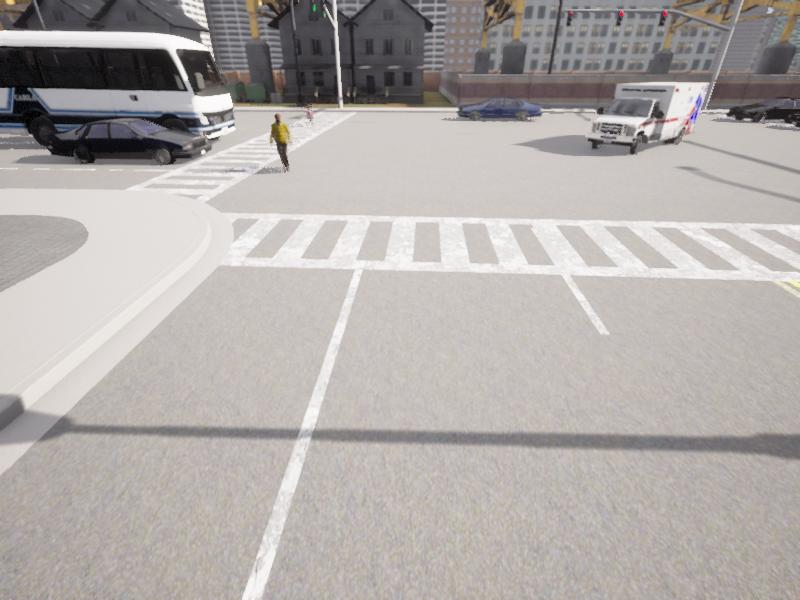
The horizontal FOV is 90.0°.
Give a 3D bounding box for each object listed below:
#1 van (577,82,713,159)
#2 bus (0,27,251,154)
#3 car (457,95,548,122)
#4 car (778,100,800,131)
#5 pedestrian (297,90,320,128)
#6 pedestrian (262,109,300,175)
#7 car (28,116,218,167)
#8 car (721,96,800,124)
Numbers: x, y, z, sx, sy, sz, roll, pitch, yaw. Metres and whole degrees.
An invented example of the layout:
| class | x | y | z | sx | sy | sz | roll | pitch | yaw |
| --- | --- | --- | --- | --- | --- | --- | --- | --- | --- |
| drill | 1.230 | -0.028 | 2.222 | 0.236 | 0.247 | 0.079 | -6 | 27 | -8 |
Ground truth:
| class | x | y | z | sx | sy | sz | roll | pitch | yaw |
| --- | --- | --- | --- | --- | --- | --- | --- | --- | --- |
| van | 10.640 | -7.944 | 17.263 | 6.366 | 2.431 | 2.351 | -23 | 37 | -34 |
| bus | -12.600 | -9.035 | 17.301 | 10.273 | 4.253 | 3.944 | 2 | 30 | 2 |
| car | 6.510 | -12.498 | 26.101 | 5.357 | 1.411 | 2.033 | 2 | 30 | 3 |
| car | 24.863 | -10.222 | 22.203 | 5.357 | 1.411 | 2.033 | 2 | 30 | 3 |
| pedestrian | -5.220 | -10.949 | 22.927 | 0.751 | 1.860 | 0.751 | 14 | 33 | 22 |
| pedestrian | -3.738 | -5.009 | 12.737 | 0.751 | 1.860 | 0.751 | 0 | 30 | -1 |
| car | -9.965 | -5.893 | 14.763 | 5.357 | 1.411 | 2.033 | 1 | 30 | 2 |
| car | 24.013 | -12.011 | 25.273 | 5.357 | 1.411 | 2.033 | 2 | 30 | 3 |
